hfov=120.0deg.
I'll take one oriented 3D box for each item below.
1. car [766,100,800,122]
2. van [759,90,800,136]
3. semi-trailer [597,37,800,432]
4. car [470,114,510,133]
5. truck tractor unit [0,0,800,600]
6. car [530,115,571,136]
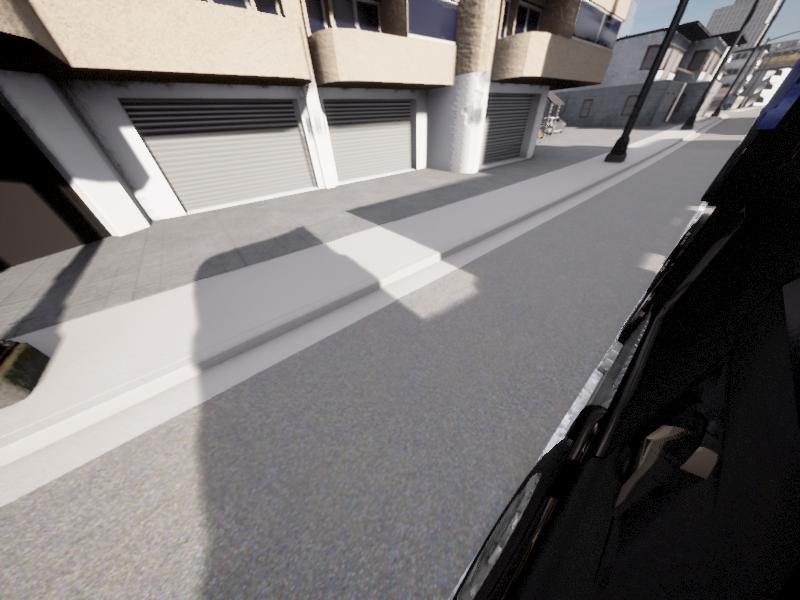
[{"bbox_3d":[39.231,-19.021,23.176,4.902,1.511,2.128,-29,44,-28],"label":"car"},{"bbox_3d":[29.256,-13.744,16.817,6.366,2.431,2.351,-29,44,-28],"label":"van"},{"bbox_3d":[8.712,-3.630,4.161,14.254,4.402,2.717,-28,44,-29],"label":"semi-trailer"},{"bbox_3d":[11.705,-22.922,30.021,5.027,1.636,2.152,-28,44,-29],"label":"car"},{"bbox_3d":[2.645,-0.295,0.351,6.516,4.208,3.053,-28,44,-30],"label":"truck tractor unit"},{"bbox_3d":[16.046,-18.591,24.612,3.806,1.475,1.970,-29,44,-28],"label":"car"}]
